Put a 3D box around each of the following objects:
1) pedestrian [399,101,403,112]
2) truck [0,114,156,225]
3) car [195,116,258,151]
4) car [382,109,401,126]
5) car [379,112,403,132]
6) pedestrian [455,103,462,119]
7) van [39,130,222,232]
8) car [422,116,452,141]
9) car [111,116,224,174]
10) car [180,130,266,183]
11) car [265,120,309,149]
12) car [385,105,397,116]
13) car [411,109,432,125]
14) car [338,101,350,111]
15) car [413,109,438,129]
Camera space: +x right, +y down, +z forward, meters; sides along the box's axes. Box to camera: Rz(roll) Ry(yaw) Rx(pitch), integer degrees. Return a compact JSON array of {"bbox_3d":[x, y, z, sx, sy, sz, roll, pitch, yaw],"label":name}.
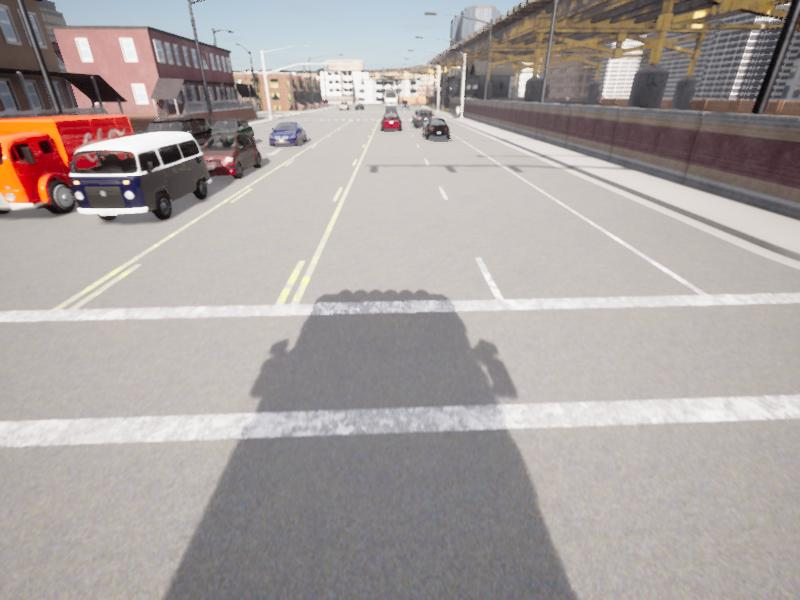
[{"bbox_3d":[0.263,-39.753,82.166,0.751,1.860,0.751,-3,27,-6],"label":"pedestrian"},{"bbox_3d":[-10.615,-4.278,12.345,2.627,2.467,5.204,0,27,0],"label":"truck"},{"bbox_3d":[-11.043,-10.857,25.933,2.097,1.767,4.553,-1,27,-1],"label":"car"},{"bbox_3d":[-1.011,-21.299,46.583,2.128,1.511,4.902,-1,27,-1],"label":"car"},{"bbox_3d":[-0.833,-17.306,38.820,2.163,1.488,4.792,-1,27,-1],"label":"car"},{"bbox_3d":[7.735,-25.162,53.315,0.751,1.860,0.751,2,27,4],"label":"pedestrian"},{"bbox_3d":[-7.217,-3.643,11.561,2.069,2.038,4.480,-1,27,-1],"label":"van"},{"bbox_3d":[2.833,-13.533,31.478,1.812,1.442,4.674,-1,27,-1],"label":"car"},{"bbox_3d":[-10.875,-7.674,19.438,2.150,2.045,5.566,-1,27,-1],"label":"car"},{"bbox_3d":[-7.342,-6.249,17.125,1.851,1.617,3.988,-1,27,-1],"label":"car"},{"bbox_3d":[-7.560,-11.332,27.228,1.812,1.442,4.674,-1,27,-1],"label":"car"},{"bbox_3d":[-1.453,-31.226,65.935,1.882,1.535,5.008,-1,27,-1],"label":"car"},{"bbox_3d":[2.463,-21.915,47.770,2.128,1.511,4.902,-1,27,-1],"label":"car"},{"bbox_3d":[-12.498,-43.548,89.666,1.932,1.855,4.605,-1,27,-1],"label":"car"},{"bbox_3d":[2.603,-18.889,41.687,2.242,1.667,4.611,-1,27,-1],"label":"car"}]
